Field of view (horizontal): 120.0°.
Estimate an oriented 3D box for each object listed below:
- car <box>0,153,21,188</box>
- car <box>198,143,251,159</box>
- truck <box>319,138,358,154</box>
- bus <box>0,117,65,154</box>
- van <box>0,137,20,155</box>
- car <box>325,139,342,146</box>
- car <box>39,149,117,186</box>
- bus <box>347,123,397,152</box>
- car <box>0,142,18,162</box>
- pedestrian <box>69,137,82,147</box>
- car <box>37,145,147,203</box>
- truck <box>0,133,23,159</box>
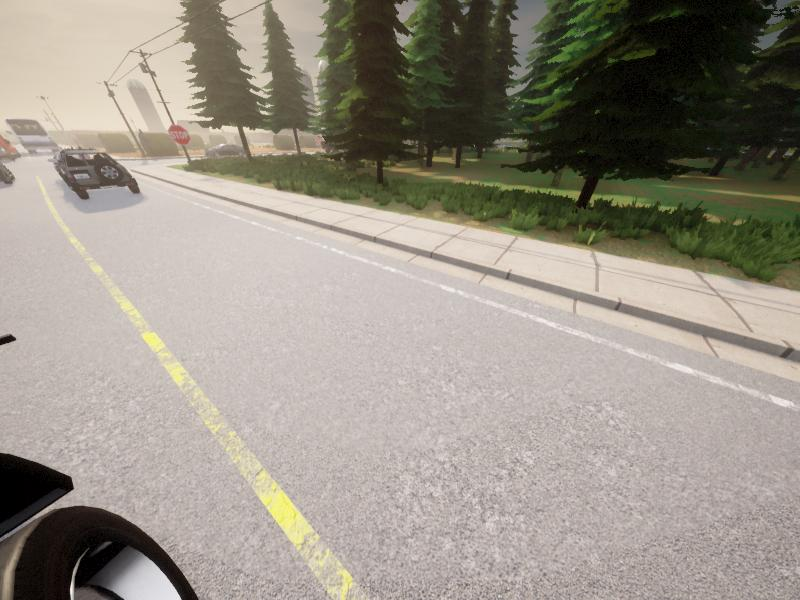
[{"bbox_3d":[-23.168,-7.142,12.566,4.902,1.511,2.128,24,42,30],"label":"car"},{"bbox_3d":[-22.850,-19.552,30.248,2.128,1.511,4.902,21,40,27],"label":"car"},{"bbox_3d":[-10.478,-26.739,40.027,2.390,2.098,6.274,21,40,27],"label":"truck"},{"bbox_3d":[-58.155,-25.830,36.468,10.273,4.253,3.944,23,41,29],"label":"bus"},{"bbox_3d":[-56.778,-21.897,32.826,4.480,2.038,2.069,23,41,29],"label":"van"},{"bbox_3d":[-20.735,-49.167,72.020,4.553,1.767,2.097,21,40,26],"label":"car"},{"bbox_3d":[-19.327,-8.062,13.887,4.514,1.525,2.007,25,42,31],"label":"car"},{"bbox_3d":[-5.177,-32.263,46.038,3.944,4.253,10.273,21,40,27],"label":"bus"},{"bbox_3d":[-42.940,-15.729,24.538,3.988,1.617,1.851,23,41,29],"label":"car"},{"bbox_3d":[-70.495,-34.329,50.225,0.751,1.860,0.751,-30,45,-35],"label":"pedestrian"},{"bbox_3d":[-14.102,-5.926,10.585,4.605,1.855,1.932,23,41,29],"label":"car"},{"bbox_3d":[-48.471,-18.479,27.655,5.204,2.467,2.627,23,41,29],"label":"truck"}]
